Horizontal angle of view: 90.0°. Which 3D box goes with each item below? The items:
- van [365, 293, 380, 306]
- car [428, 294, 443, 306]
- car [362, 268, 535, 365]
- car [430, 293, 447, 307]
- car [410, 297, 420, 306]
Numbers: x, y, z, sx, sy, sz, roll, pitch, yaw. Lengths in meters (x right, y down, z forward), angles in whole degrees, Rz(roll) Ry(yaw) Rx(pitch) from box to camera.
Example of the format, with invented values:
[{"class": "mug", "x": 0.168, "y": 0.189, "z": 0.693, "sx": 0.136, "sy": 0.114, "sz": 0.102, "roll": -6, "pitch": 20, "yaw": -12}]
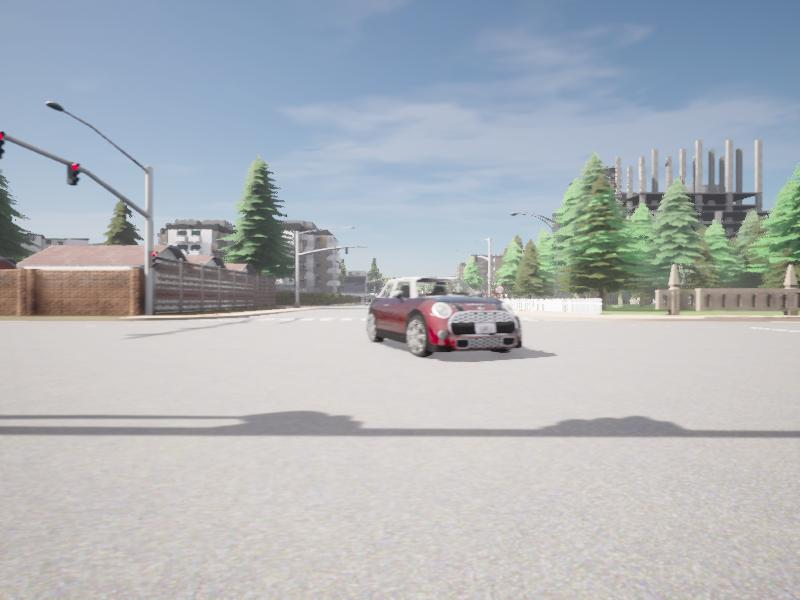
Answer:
[{"class": "van", "x": -4.526, "y": -0.032, "z": 66.144, "sx": 2.069, "sy": 2.038, "sz": 4.480, "roll": 0, "pitch": 0, "yaw": 2}, {"class": "car", "x": 6.054, "y": -0.026, "z": 68.586, "sx": 2.150, "sy": 2.045, "sz": 5.566, "roll": 0, "pitch": 0, "yaw": 2}, {"class": "car", "x": 0.700, "y": 0.253, "z": 8.278, "sx": 1.970, "sy": 1.475, "sz": 3.806, "roll": 0, "pitch": 0, "yaw": -22}, {"class": "car", "x": 5.834, "y": -0.027, "z": 61.286, "sx": 2.150, "sy": 2.045, "sz": 5.566, "roll": 0, "pitch": 0, "yaw": 1}, {"class": "car", "x": 2.630, "y": 0.216, "z": 71.040, "sx": 1.789, "sy": 1.549, "sz": 3.705, "roll": 0, "pitch": 0, "yaw": 2}]
